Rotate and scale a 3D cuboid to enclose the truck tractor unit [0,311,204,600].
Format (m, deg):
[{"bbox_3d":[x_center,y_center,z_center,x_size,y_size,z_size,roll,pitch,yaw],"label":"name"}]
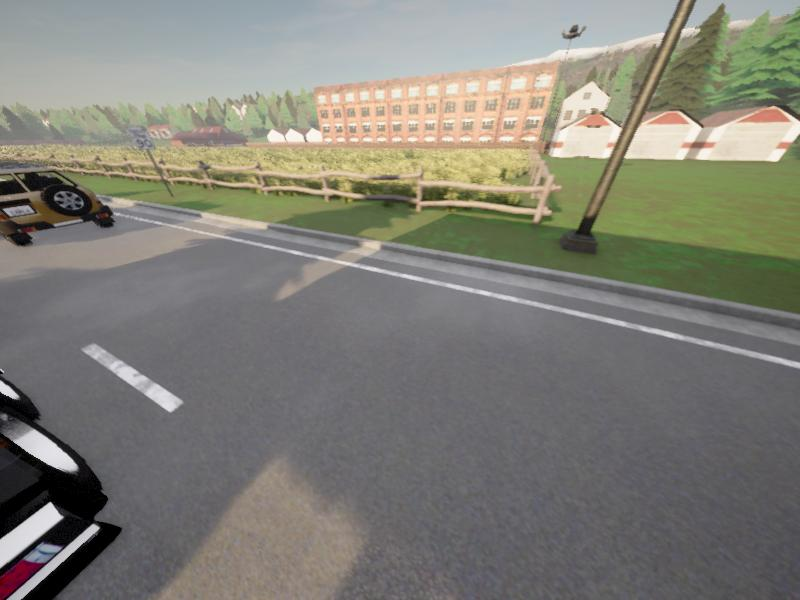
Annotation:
[{"bbox_3d":[-5.191,-0.211,0.664,6.516,4.208,3.053,15,38,20],"label":"truck tractor unit"}]

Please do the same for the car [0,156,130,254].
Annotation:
[{"bbox_3d":[-10.828,-2.936,6.653,4.605,1.855,1.932,15,38,20],"label":"car"}]
